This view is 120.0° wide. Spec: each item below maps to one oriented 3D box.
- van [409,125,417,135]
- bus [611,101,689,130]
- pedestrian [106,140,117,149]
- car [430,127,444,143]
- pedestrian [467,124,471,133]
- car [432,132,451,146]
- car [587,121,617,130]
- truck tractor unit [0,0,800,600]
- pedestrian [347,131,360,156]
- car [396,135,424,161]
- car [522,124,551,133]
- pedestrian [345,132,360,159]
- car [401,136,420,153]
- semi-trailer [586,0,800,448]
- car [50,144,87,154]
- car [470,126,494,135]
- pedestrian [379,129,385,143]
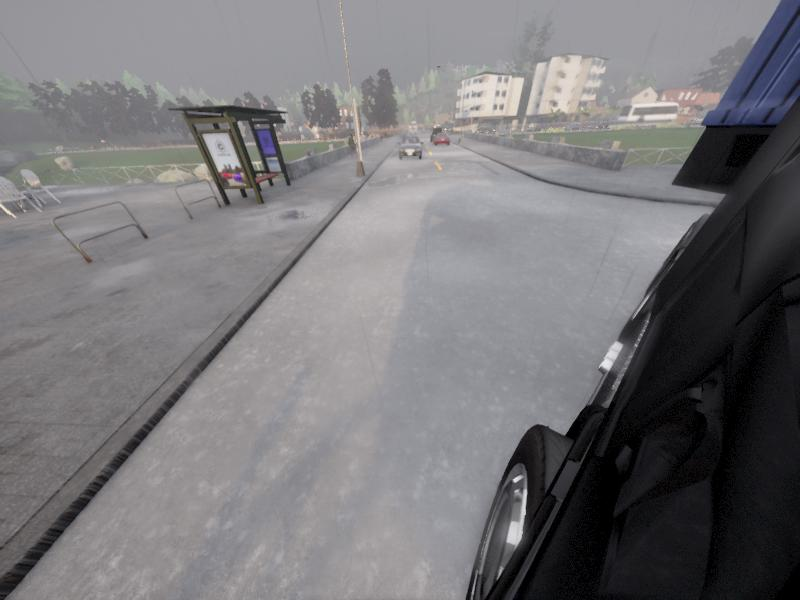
[{"bbox_3d":[4.198,-53.774,73.101,2.351,2.431,6.366,0,37,4],"label":"van"},{"bbox_3d":[53.417,-39.653,49.854,10.273,4.253,3.944,0,37,4],"label":"bus"},{"bbox_3d":[-79.364,-42.785,63.595,0.751,1.860,0.751,-9,37,-9],"label":"pedestrian"},{"bbox_3d":[5.968,-26.766,37.410,1.905,1.878,3.866,0,37,4],"label":"car"},{"bbox_3d":[18.133,-44.911,60.523,0.751,1.860,0.751,0,37,3],"label":"pedestrian"},{"bbox_3d":[5.636,-22.268,31.864,1.994,1.385,4.181,-1,37,2],"label":"car"},{"bbox_3d":[47.240,-40.899,54.172,4.892,1.490,1.837,-1,37,4],"label":"car"},{"bbox_3d":[2.645,-0.295,0.352,6.516,4.208,3.053,-28,44,-30],"label":"truck tractor unit"},{"bbox_3d":[-4.306,-14.611,21.607,0.751,1.860,0.751,0,37,4],"label":"pedestrian"},{"bbox_3d":[0.938,-12.996,19.651,2.128,1.511,4.902,1,37,4],"label":"car"},{"bbox_3d":[32.528,-40.892,55.115,5.357,1.411,2.033,0,37,3],"label":"car"},{"bbox_3d":[-3.950,-12.860,19.249,0.751,1.860,0.751,4,37,8],"label":"pedestrian"},{"bbox_3d":[1.195,-17.081,25.264,1.895,1.301,4.718,0,37,4],"label":"car"},{"bbox_3d":[9.993,-2.005,2.028,14.254,4.402,2.717,-8,37,-7],"label":"semi-trailer"},{"bbox_3d":[-83.334,-38.090,58.213,2.152,1.651,5.027,0,37,3],"label":"car"},{"bbox_3d":[19.722,-40.940,55.844,4.892,1.490,1.837,0,37,4],"label":"car"},{"bbox_3d":[-3.111,-27.967,39.355,0.751,1.860,0.751,2,37,6],"label":"pedestrian"}]
